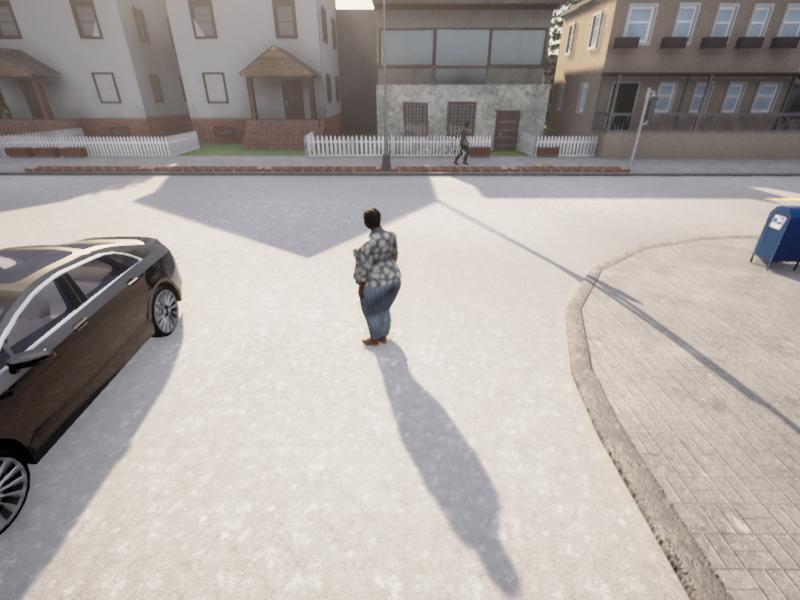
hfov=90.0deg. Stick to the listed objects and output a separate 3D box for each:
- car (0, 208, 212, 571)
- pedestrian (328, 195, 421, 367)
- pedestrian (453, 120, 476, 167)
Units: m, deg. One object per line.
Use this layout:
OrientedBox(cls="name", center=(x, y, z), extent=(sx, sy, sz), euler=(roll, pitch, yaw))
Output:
OrientedBox(cls="car", center=(-4.016, 0.468, 4.031), extent=(2.128, 1.511, 4.902), euler=(-2, 27, -3))
OrientedBox(cls="pedestrian", center=(-0.295, -0.243, 4.976), extent=(0.751, 1.860, 0.751), euler=(-24, 36, -38))
OrientedBox(cls="pedestrian", center=(2.833, -6.896, 17.664), extent=(0.751, 1.860, 0.751), euler=(0, 27, 1))
